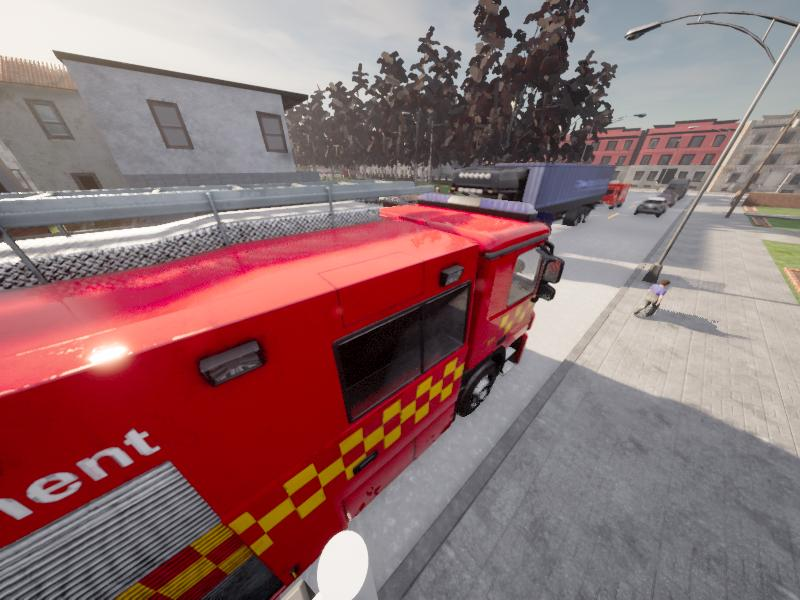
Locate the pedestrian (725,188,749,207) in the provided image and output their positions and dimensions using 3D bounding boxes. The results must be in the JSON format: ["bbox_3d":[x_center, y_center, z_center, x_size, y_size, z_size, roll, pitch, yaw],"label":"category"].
[{"bbox_3d":[36.806,-11.193,25.258,0.751,1.860,0.751,-26,39,-37],"label":"pedestrian"}]

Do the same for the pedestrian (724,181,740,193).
[{"bbox_3d":[55.424,-18.877,38.584,0.751,1.860,0.751,25,39,37],"label":"pedestrian"}]

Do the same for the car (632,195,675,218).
[{"bbox_3d":[24.323,-9.032,22.174,3.806,1.475,1.970,-23,37,-34],"label":"car"}]

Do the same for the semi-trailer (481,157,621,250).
[{"bbox_3d":[11.470,-7.532,16.633,14.254,4.402,2.717,-23,37,-34],"label":"semi-trailer"}]

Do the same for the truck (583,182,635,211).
[{"bbox_3d":[23.165,-11.587,25.610,5.204,2.467,2.627,-23,37,-34],"label":"truck"}]

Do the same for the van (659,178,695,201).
[{"bbox_3d":[39.054,-15.628,32.534,5.915,2.561,1.988,-22,37,-33],"label":"van"}]

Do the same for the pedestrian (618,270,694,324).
[{"bbox_3d":[7.236,-0.097,6.617,0.751,1.300,0.751,-3,30,-5],"label":"pedestrian"}]

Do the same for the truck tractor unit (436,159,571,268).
[{"bbox_3d":[5.415,-4.901,12.272,6.516,4.208,3.053,-22,37,-34],"label":"truck tractor unit"}]

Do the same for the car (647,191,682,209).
[{"bbox_3d":[30.970,-11.771,27.026,4.181,1.385,1.994,-23,37,-34],"label":"car"}]

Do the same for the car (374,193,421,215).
[{"bbox_3d":[-0.326,-9.955,23.738,2.128,1.511,4.902,-23,37,-34],"label":"car"}]

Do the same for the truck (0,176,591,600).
[{"bbox_3d":[-1.425,0.747,2.884,8.468,3.827,2.891,-23,37,-34],"label":"truck"}]
